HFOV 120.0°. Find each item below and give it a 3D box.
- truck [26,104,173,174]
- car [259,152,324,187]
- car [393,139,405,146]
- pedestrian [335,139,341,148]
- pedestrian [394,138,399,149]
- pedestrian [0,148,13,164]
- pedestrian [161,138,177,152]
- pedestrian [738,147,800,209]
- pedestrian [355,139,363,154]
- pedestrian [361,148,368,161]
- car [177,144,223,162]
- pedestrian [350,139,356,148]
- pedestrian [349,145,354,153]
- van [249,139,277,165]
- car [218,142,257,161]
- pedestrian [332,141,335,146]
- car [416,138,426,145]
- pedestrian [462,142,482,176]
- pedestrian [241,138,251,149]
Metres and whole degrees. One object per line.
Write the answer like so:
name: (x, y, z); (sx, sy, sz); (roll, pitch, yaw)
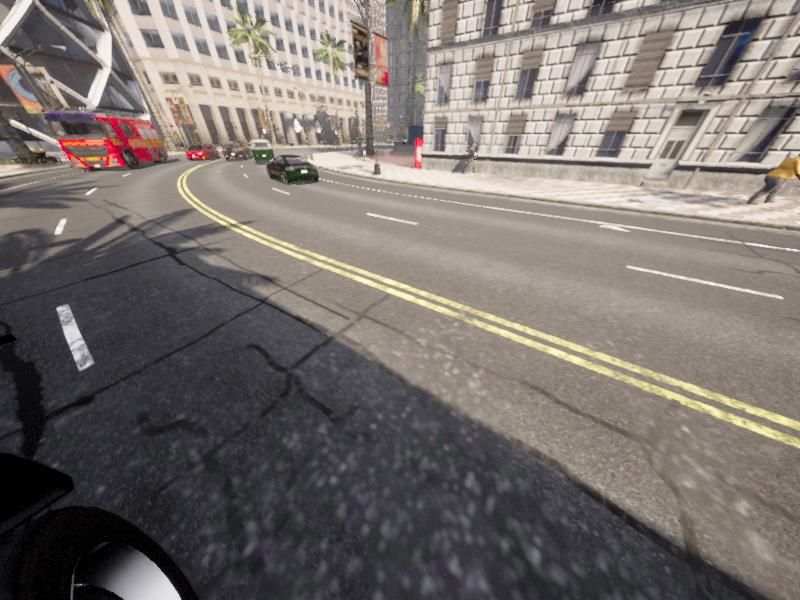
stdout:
truck: (-23.191, -13.110, 18.989); (2.891, 3.827, 8.468); (-12, 37, -17)
car: (-6.710, -8.122, 14.182); (1.994, 1.385, 4.181); (-27, 44, -33)
car: (-0.255, -51.926, 75.910); (1.905, 1.878, 3.866); (21, 40, 27)
pedestrian: (-14.858, -37.644, 55.507); (0.751, 1.860, 0.751); (20, 40, 26)
pedestrian: (-0.745, -34.069, 50.289); (0.751, 1.860, 0.751); (-9, 36, -12)
pedestrian: (-34.747, -12.677, 19.680); (0.751, 1.860, 0.751); (7, 36, 9)
pedestrian: (-35.497, -23.806, 35.452); (0.751, 1.860, 0.751); (8, 36, 10)
pedestrian: (13.684, -4.375, 8.303); (0.751, 1.860, 0.751); (18, 39, 23)
pedestrian: (-6.134, -23.257, 34.914); (0.751, 1.860, 0.751); (10, 36, 13)
pedestrian: (-3.680, -15.094, 24.019); (0.500, 1.100, 0.500); (-15, 38, -21)
car: (-21.964, -16.402, 25.660); (2.007, 1.525, 4.514); (-8, 36, -11)
pedestrian: (-11.060, -36.696, 54.194); (0.751, 1.860, 0.751); (19, 39, 24)
pedestrian: (-7.529, -23.566, 36.001); (0.500, 1.100, 0.500); (3, 35, 4)
van: (-13.910, -15.219, 23.650); (1.775, 1.987, 4.442); (-14, 38, -19)
car: (-18.859, -17.434, 27.066); (2.152, 1.651, 5.027); (-9, 36, -12)
pedestrian: (-18.905, -44.431, 65.492); (0.500, 1.100, 0.500); (22, 40, 27)
car: (7.746, -58.833, 85.769); (1.905, 1.878, 3.866); (21, 40, 27)
pedestrian: (4.710, -9.278, 15.182); (0.751, 1.860, 0.751); (21, 40, 27)
pedestrian: (-31.444, -32.032, 47.149); (0.751, 1.860, 0.751); (9, 36, 12)
